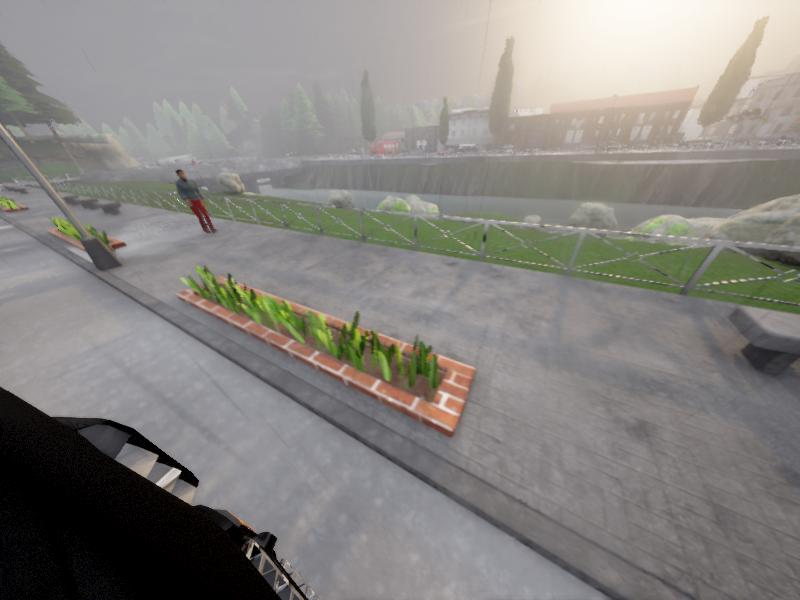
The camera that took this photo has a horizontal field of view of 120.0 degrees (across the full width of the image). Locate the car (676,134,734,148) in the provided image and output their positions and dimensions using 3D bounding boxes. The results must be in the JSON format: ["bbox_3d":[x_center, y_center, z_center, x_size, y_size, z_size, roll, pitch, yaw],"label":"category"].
[{"bbox_3d":[49.722,-25.991,37.901,5.238,1.638,1.930,15,38,25],"label":"car"}]

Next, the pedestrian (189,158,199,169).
[{"bbox_3d":[-40.534,-26.807,45.453,0.751,1.860,0.751,23,42,34],"label":"pedestrian"}]

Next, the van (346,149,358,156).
[{"bbox_3d":[-18.853,-57.814,90.619,2.069,2.038,4.480,15,38,25],"label":"van"}]

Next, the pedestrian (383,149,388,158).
[{"bbox_3d":[-3.747,-37.821,59.482,0.751,1.860,0.751,-13,35,-16],"label":"pedestrian"}]

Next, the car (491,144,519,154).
[{"bbox_3d":[23.050,-33.306,50.918,5.238,1.638,1.930,15,38,25],"label":"car"}]

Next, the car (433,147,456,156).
[{"bbox_3d":[11.019,-36.473,56.862,5.027,1.651,2.152,15,38,25],"label":"car"}]

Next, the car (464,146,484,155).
[{"bbox_3d":[17.254,-34.820,53.782,3.806,1.475,1.970,15,38,25],"label":"car"}]

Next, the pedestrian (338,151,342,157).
[{"bbox_3d":[-21.045,-50.975,80.593,0.751,1.860,0.751,24,42,35],"label":"pedestrian"}]

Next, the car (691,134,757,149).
[{"bbox_3d":[48.480,-23.830,34.738,5.238,1.638,1.930,15,38,25],"label":"car"}]

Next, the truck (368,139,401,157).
[{"bbox_3d":[-4.288,-41.688,63.594,8.468,3.827,2.891,15,38,25],"label":"truck"}]

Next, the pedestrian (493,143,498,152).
[{"bbox_3d":[23.884,-38.106,57.683,0.751,1.860,0.751,19,39,29],"label":"pedestrian"}]

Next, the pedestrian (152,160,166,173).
[{"bbox_3d":[-42.105,-23.354,40.369,0.751,1.860,0.751,9,35,18],"label":"pedestrian"}]

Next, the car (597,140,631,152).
[{"bbox_3d":[37.186,-26.853,40.288,3.806,1.475,1.970,15,38,25],"label":"car"}]

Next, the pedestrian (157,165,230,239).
[{"bbox_3d":[-6.011,-2.883,6.828,0.751,1.860,0.751,20,40,30],"label":"pedestrian"}]

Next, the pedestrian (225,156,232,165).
[{"bbox_3d":[-44.923,-36.618,60.562,0.751,1.860,0.751,17,38,27],"label":"pedestrian"}]

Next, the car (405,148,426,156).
[{"bbox_3d":[4.045,-38.507,60.170,4.856,1.649,2.033,15,38,25],"label":"car"}]

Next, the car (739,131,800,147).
[{"bbox_3d":[56.062,-24.264,34.835,4.856,1.649,2.033,15,38,26],"label":"car"}]

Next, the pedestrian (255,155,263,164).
[{"bbox_3d":[-33.071,-32.991,54.213,0.751,1.860,0.751,15,37,25],"label":"pedestrian"}]

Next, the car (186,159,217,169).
[{"bbox_3d":[-44.902,-30.810,52.337,2.242,1.667,4.611,15,38,25],"label":"car"}]

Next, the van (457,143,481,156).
[{"bbox_3d":[15.080,-33.118,50.875,4.480,2.038,2.069,15,37,25],"label":"van"}]

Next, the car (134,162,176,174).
[{"bbox_3d":[-46.150,-25.004,43.633,2.038,1.542,4.974,15,38,25],"label":"car"}]

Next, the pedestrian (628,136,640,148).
[{"bbox_3d":[44.061,-29.735,43.537,0.751,1.860,0.751,-10,34,-11],"label":"pedestrian"}]

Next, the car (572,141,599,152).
[{"bbox_3d":[35.826,-29.733,44.728,3.806,1.475,1.970,15,38,25],"label":"car"}]
